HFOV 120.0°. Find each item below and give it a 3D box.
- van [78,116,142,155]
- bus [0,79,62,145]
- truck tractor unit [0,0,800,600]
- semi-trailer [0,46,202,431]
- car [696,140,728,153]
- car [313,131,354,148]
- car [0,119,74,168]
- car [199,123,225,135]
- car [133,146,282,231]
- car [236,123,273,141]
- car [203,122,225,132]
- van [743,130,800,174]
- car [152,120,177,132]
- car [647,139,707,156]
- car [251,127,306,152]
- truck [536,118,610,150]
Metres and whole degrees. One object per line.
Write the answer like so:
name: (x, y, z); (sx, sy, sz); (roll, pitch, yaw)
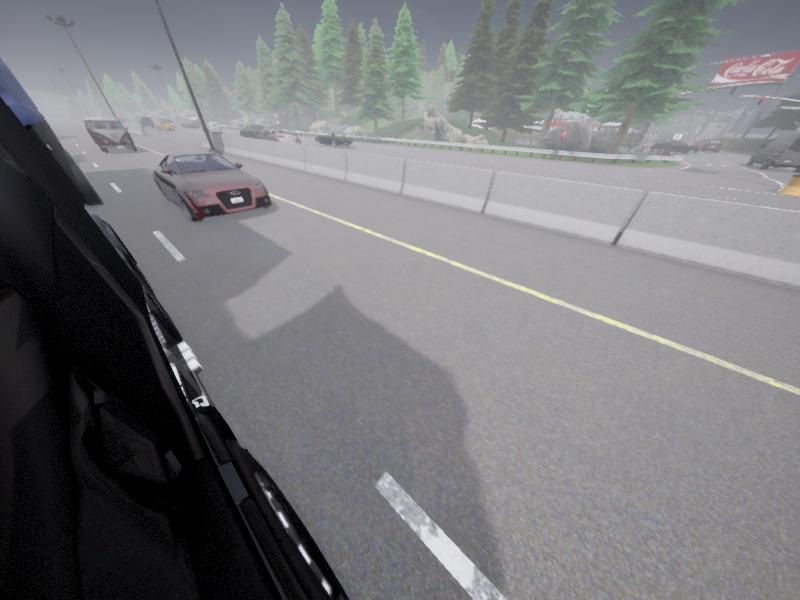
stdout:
van: (-20.538, -11.688, 16.354); (4.442, 1.987, 1.775); (28, 44, 30)
bus: (-35.136, -16.041, 19.492); (3.944, 4.253, 10.273); (-22, 43, -29)
truck tractor unit: (-2.645, -0.295, 0.352); (6.516, 4.208, 3.053); (28, 44, 30)
semi-trailer: (-8.716, -3.582, 4.226); (14.254, 4.402, 2.717); (28, 44, 30)
car: (49.622, -24.464, 36.833); (2.163, 1.488, 4.792); (30, 45, 32)
car: (-7.579, -18.314, 26.324); (4.718, 1.301, 1.895); (28, 44, 30)
car: (-19.546, -8.318, 12.113); (4.553, 1.767, 2.097); (28, 44, 30)
car: (-30.765, -27.991, 37.788); (3.806, 1.475, 1.970); (28, 44, 30)
car: (-5.706, -3.529, 6.835); (4.181, 1.385, 1.994); (28, 44, 30)
car: (-18.844, -21.763, 29.899); (4.553, 1.767, 2.097); (28, 44, 30)
car: (-36.325, -33.705, 45.080); (4.674, 1.442, 1.812); (28, 44, 30)
van: (31.145, -12.010, 18.585); (1.988, 2.561, 5.915); (28, 44, 30)
car: (-43.086, -31.842, 42.167); (5.366, 1.575, 1.801); (28, 44, 30)
car: (38.475, -21.378, 32.268); (5.008, 1.535, 1.882); (17, 40, 17)
car: (-11.291, -14.900, 21.360); (5.027, 1.651, 2.152); (28, 44, 30)
truck: (27.731, -27.104, 37.595); (8.468, 3.827, 2.891); (28, 44, 30)
